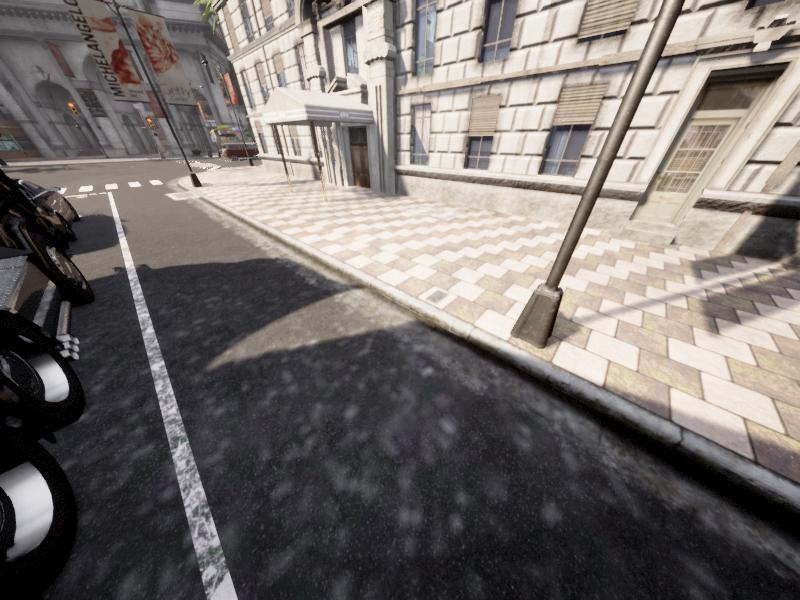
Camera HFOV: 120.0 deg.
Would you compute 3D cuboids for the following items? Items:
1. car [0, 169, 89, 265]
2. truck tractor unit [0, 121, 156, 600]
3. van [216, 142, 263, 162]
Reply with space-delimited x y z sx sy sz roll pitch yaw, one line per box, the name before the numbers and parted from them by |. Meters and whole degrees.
car | -10.634 -2.442 6.257 4.902 1.511 2.128 28 44 34
truck tractor unit | -4.849 -0.504 1.069 6.516 4.208 3.053 28 44 34
van | -21.338 -19.825 30.868 1.775 1.987 4.442 28 44 34
